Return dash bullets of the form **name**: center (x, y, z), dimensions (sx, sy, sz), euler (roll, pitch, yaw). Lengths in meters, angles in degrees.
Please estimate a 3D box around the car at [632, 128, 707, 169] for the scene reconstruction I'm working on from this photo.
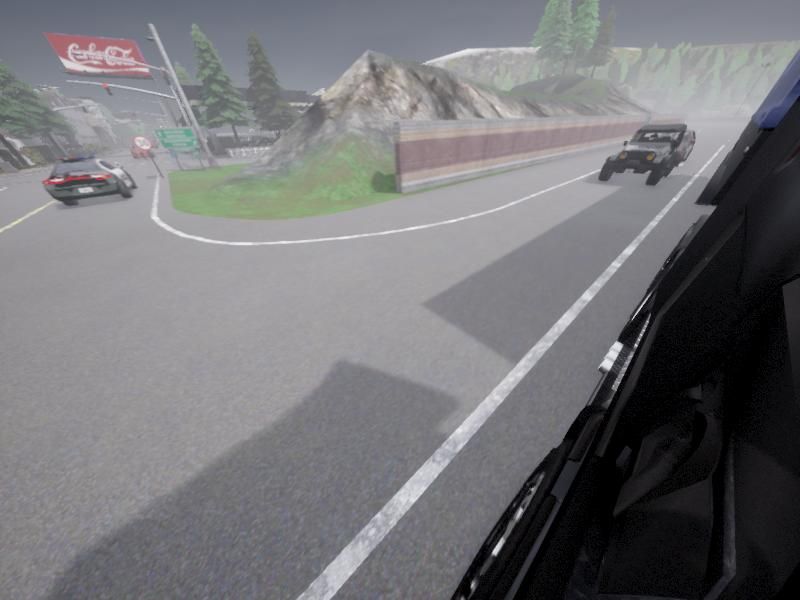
- **car**: center (14.849, -8.411, 12.734), dimensions (3.705, 1.549, 1.789), euler (-28, 43, -30)

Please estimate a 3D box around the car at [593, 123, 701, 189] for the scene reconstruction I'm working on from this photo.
- **car**: center (10.328, -6.148, 9.696), dimensions (3.866, 1.878, 1.905), euler (-28, 43, -30)

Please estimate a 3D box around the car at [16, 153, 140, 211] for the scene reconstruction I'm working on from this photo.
- **car**: center (-13.524, -5.405, 10.190), dimensions (2.038, 1.542, 4.974), euler (-28, 44, -30)

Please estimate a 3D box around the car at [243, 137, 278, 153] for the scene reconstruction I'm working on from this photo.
- **car**: center (-21.465, -23.992, 35.725), dimensions (3.866, 1.878, 1.905), euler (-28, 44, -30)

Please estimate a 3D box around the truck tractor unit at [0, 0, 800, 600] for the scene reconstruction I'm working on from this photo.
- **truck tractor unit**: center (2.645, -0.295, 0.351), dimensions (6.516, 4.208, 3.053), euler (-28, 44, -30)

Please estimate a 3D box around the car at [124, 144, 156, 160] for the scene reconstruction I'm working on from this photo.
- **car**: center (-36.693, -21.060, 32.736), dimensions (2.242, 1.667, 4.611), euler (-27, 43, -31)

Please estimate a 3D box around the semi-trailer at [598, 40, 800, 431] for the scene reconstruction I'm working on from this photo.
- **semi-trailer**: center (8.684, -3.604, 4.258), dimensions (14.254, 4.402, 2.717), euler (-28, 44, -30)

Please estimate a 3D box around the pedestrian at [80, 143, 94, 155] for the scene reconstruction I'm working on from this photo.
- **pedestrian**: center (-59.014, -28.484, 43.572), dimensions (0.751, 1.860, 0.751), euler (24, 44, 31)

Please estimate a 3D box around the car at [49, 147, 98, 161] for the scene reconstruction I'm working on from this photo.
- **car**: center (-57.320, -25.768, 40.642), dimensions (1.837, 1.490, 4.892), euler (23, 46, 30)

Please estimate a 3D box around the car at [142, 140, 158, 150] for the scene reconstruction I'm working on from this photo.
- **car**: center (-67.760, -42.185, 62.668), dimensions (2.150, 2.045, 5.566), euler (-28, 44, -30)
